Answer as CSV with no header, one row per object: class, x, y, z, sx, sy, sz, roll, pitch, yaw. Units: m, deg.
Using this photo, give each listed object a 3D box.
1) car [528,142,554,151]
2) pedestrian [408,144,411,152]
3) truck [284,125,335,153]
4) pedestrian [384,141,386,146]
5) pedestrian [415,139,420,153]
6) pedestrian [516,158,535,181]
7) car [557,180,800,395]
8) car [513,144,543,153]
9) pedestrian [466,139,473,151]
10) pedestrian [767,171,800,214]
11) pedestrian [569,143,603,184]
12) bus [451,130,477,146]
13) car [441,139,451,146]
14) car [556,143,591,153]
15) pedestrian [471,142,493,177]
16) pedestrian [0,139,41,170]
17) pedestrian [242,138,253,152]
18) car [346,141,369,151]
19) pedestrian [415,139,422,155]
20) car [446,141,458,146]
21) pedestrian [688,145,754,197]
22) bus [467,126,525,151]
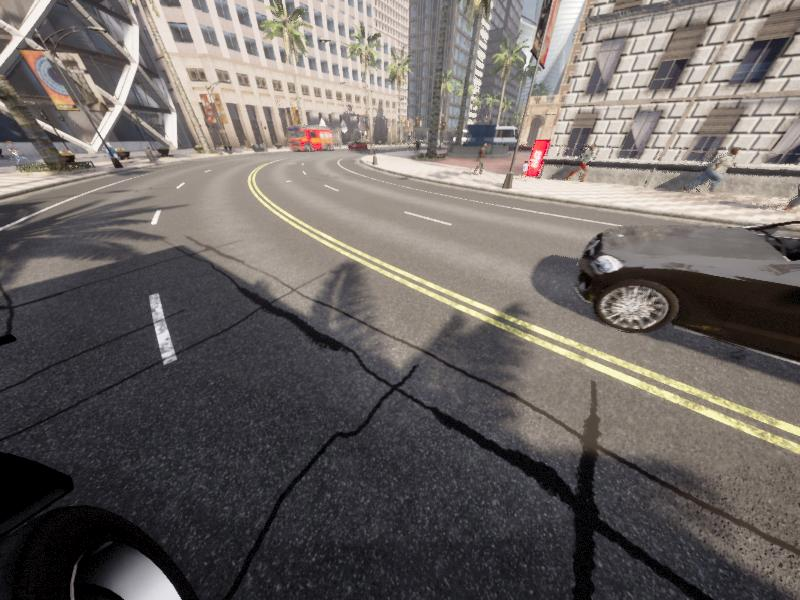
car,31.615,-34.577,51.914,4.514,1.525,2.007,22,41,28
pedestrian,1.633,-25.826,39.327,0.500,1.100,0.500,6,36,8
truck,-15.824,-28.952,41.576,2.891,3.827,8.468,16,38,21
pedestrian,-4.460,-46.491,68.618,0.500,1.100,0.500,24,42,30
pedestrian,2.831,-24.778,37.189,0.751,1.860,0.751,5,35,6
pedestrian,7.335,-7.654,13.572,0.500,1.100,0.500,-16,38,-21
car,5.145,-0.067,2.641,5.027,1.651,2.152,24,42,30
car,25.077,-29.817,45.307,4.718,1.301,1.895,22,41,28
pedestrian,13.571,-30.284,45.087,0.751,1.860,0.751,25,42,31
pedestrian,13.723,-3.866,7.584,0.751,1.860,0.751,18,39,24
pedestrian,10.169,-7.479,12.686,0.751,1.860,0.751,27,43,32
bus,21.406,-53.843,76.813,3.944,4.253,10.273,22,41,28
car,16.126,-55.459,81.124,1.905,1.878,3.866,22,41,28
car,34.982,-30.723,46.583,5.357,1.411,2.033,22,41,28
pedestrian,5.252,-9.034,14.856,0.751,1.860,0.751,28,44,34
pedestrian,-27.664,-10.549,16.761,0.751,1.860,0.751,10,36,13
pedestrian,-24.777,-25.169,37.536,0.751,1.860,0.751,7,36,9
car,-8.649,-31.391,47.087,2.007,1.525,4.514,20,40,26
pedestrian,2.685,-22.376,33.777,0.751,1.860,0.751,21,40,27
car,17.528,-52.860,77.947,1.895,1.301,4.718,22,41,28
pedestrian,13.773,-5.576,10.011,0.751,1.860,0.751,22,40,27
bus,20.671,-35.335,50.538,10.273,4.253,3.944,22,41,28
